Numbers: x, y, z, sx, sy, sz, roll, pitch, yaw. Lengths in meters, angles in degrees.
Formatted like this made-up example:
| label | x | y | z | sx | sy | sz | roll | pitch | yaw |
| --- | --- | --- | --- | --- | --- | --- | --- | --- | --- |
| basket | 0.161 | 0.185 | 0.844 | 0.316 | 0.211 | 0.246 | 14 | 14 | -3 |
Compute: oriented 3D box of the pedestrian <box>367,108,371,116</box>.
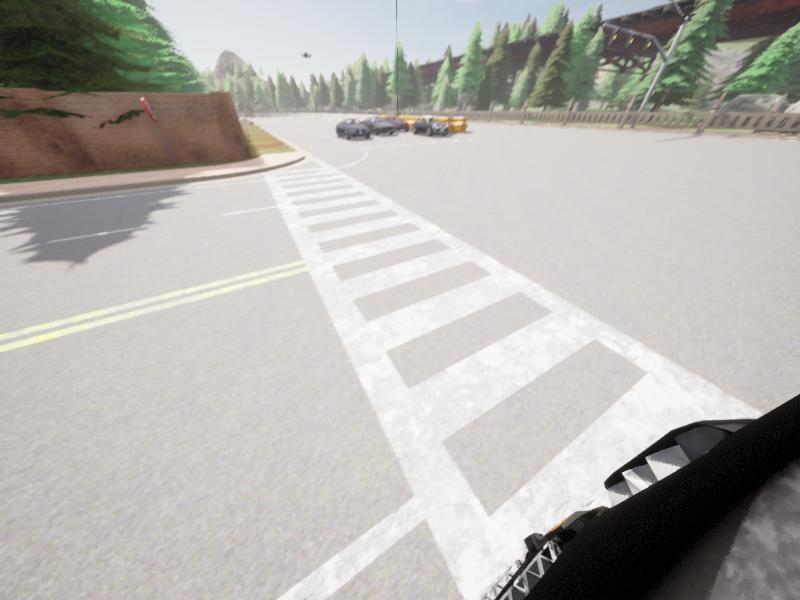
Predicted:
| label | x | y | z | sx | sy | sz | roll | pitch | yaw |
| --- | --- | --- | --- | --- | --- | --- | --- | --- | --- |
| pedestrian | -9.409 | -57.728 | 71.055 | 0.751 | 1.860 | 0.751 | 32 | 49 | 33 |

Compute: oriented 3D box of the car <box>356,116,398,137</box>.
| label | x | y | z | sx | sy | sz | roll | pitch | yaw |
| --- | --- | --- | --- | --- | --- | --- | --- | --- | --- |
| car | -2.342 | -17.348 | 22.982 | 2.033 | 1.411 | 5.357 | -20 | 43 | -22 |

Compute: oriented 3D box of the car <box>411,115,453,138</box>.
| label | x | y | z | sx | sy | sz | roll | pitch | yaw |
| --- | --- | --- | --- | --- | --- | --- | --- | --- | --- |
| car | 2.815 | -16.091 | 21.346 | 1.970 | 1.475 | 3.806 | -20 | 43 | -22 |

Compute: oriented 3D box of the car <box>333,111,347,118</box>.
| label | x | y | z | sx | sy | sz | roll | pitch | yaw |
| --- | --- | --- | --- | --- | --- | --- | --- | --- | --- |
| car | -16.818 | -51.795 | 64.539 | 2.128 | 1.511 | 4.902 | -23 | 45 | -25 |

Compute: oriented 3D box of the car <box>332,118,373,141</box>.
| label | x | y | z | sx | sy | sz | roll | pitch | yaw |
| --- | --- | --- | --- | --- | --- | --- | --- | --- | --- |
| car | -4.132 | -14.792 | 19.942 | 1.994 | 1.385 | 4.181 | -20 | 43 | -22 |

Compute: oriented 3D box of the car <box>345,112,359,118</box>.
| label | x | y | z | sx | sy | sz | roll | pitch | yaw |
| --- | --- | --- | --- | --- | --- | --- | --- | --- | --- |
| car | -13.813 | -52.885 | 65.988 | 1.895 | 1.301 | 4.718 | -23 | 45 | -25 |

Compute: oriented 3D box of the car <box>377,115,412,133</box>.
| label | x | y | z | sx | sy | sz | roll | pitch | yaw |
| --- | --- | --- | --- | --- | --- | --- | --- | --- | --- |
| car | -0.634 | -19.710 | 25.828 | 1.994 | 1.385 | 4.181 | -22 | 44 | -23 |
